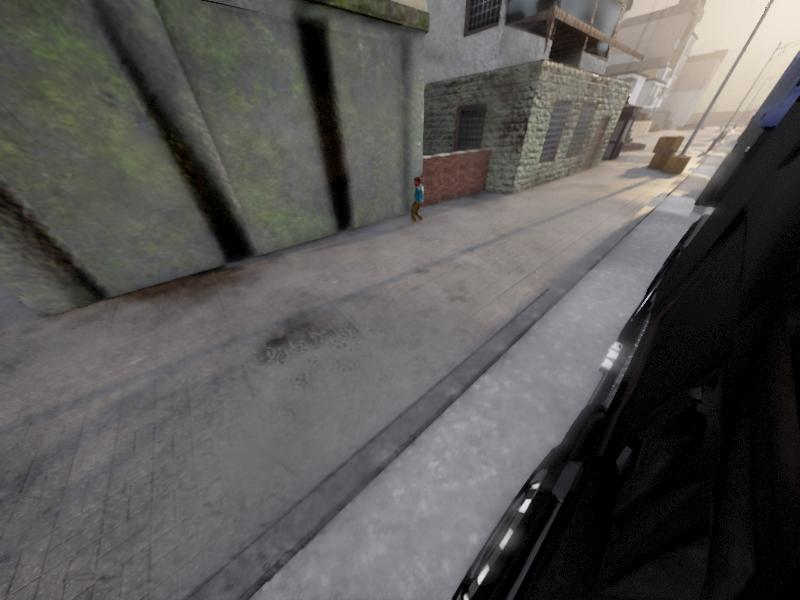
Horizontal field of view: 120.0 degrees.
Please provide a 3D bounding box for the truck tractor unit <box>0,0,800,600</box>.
[{"bbox_3d":[2.645,-0.295,0.351,6.516,4.208,3.053,-28,44,-30],"label":"truck tractor unit"}]

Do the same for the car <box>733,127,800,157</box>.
[{"bbox_3d":[24.797,-10.771,15.686,4.181,1.385,1.994,-28,44,-30],"label":"car"}]

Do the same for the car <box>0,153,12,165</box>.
[{"bbox_3d":[-54.422,-18.511,30.465,1.895,1.301,4.718,-28,43,-30],"label":"car"}]

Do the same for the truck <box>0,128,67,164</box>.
[{"bbox_3d":[-53.088,-22.293,33.379,2.891,3.827,8.468,-28,43,-30],"label":"truck"}]

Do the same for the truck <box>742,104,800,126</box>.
[{"bbox_3d":[88.584,-43.357,54.251,2.891,3.827,8.468,-28,43,-30],"label":"truck"}]

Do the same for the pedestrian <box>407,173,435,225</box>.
[{"bbox_3d":[0.520,-2.587,5.936,0.500,1.100,0.500,-17,39,-19],"label":"pedestrian"}]

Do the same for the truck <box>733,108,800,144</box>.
[{"bbox_3d":[34.360,-16.228,21.656,5.204,2.467,2.627,-27,43,-31],"label":"truck"}]

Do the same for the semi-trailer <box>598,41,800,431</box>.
[{"bbox_3d":[8.693,-3.584,4.269,14.254,4.402,2.717,-28,44,-30],"label":"semi-trailer"}]

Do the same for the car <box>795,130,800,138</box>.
[{"bbox_3d":[45.351,-18.566,24.897,5.238,1.638,1.930,-27,43,-31],"label":"car"}]

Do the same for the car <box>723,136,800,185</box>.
[{"bbox_3d":[16.122,-6.186,10.017,4.718,1.301,1.895,-28,43,-30],"label":"car"}]

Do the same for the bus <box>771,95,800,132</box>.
[{"bbox_3d":[61.775,-28.351,35.049,10.273,4.253,3.944,-28,43,-30],"label":"bus"}]
